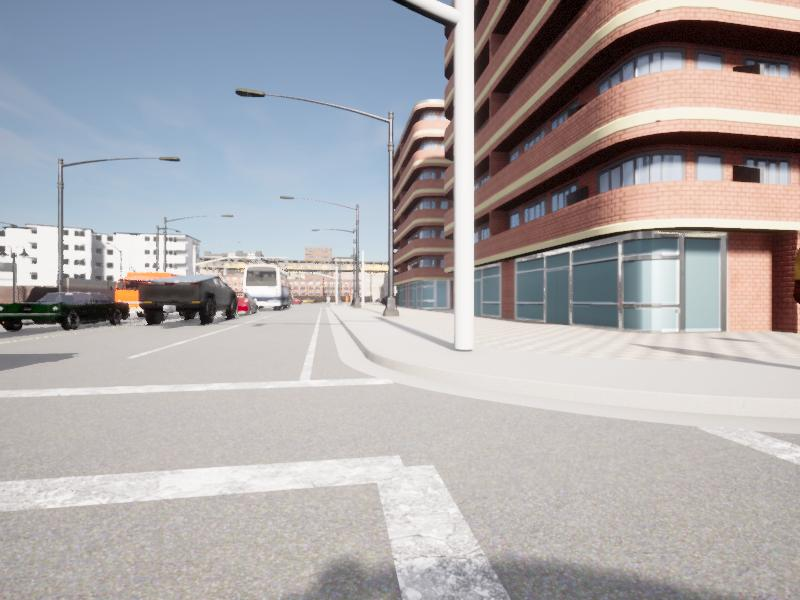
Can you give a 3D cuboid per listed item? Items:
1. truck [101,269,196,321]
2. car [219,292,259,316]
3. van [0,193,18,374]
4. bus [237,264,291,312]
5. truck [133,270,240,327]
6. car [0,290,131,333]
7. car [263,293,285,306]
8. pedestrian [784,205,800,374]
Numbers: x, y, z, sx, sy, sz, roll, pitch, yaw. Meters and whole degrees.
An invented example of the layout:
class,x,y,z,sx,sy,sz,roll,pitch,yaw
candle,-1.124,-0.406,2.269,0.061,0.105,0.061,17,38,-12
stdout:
class,x,y,z,sx,sy,sz,roll,pitch,yaw
truck,-13.307,-0.243,21.689,2.627,2.467,5.204,0,0,-11
car,-10.763,0.226,26.998,1.845,1.501,3.633,0,0,-11
van,-6.243,-0.222,2.358,2.351,2.431,6.366,0,0,-6
bus,-13.594,-1.130,41.076,3.944,4.253,10.273,0,0,-11
truck,-9.068,-0.057,17.839,2.390,2.098,6.274,0,0,-10
car,-11.929,0.344,14.515,1.895,1.301,4.718,0,0,-11
car,-20.227,-0.064,63.991,2.150,2.045,5.566,0,-1,-29
pedestrian,4.931,-0.115,4.507,0.751,1.860,0.751,0,0,34
